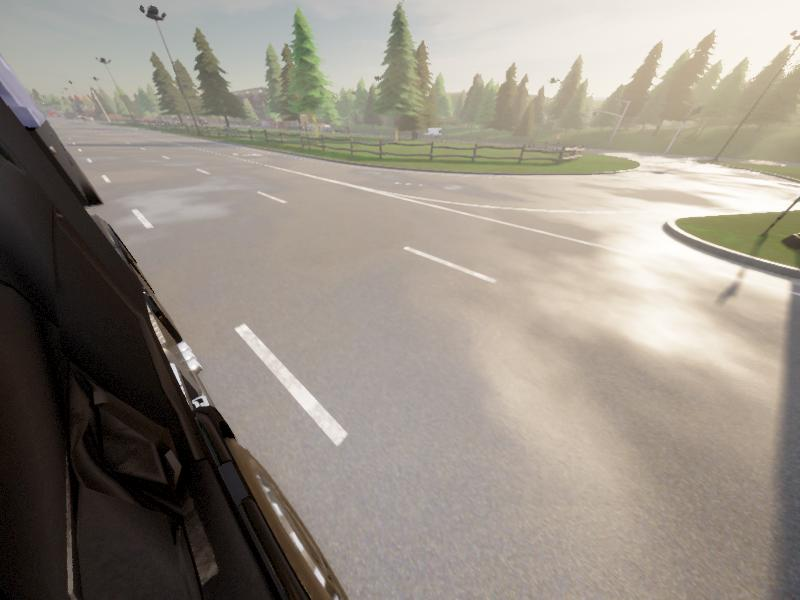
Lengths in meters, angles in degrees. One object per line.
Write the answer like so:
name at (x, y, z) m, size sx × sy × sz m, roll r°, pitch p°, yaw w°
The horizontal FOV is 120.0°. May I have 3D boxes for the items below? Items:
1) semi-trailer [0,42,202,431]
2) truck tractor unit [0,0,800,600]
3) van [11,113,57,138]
semi-trailer at (-8.703, -3.588, 4.242) m, size 14.254 × 4.402 × 2.717 m, roll 28°, pitch 44°, yaw 30°
truck tractor unit at (-2.645, -0.295, 0.351) m, size 6.516 × 4.208 × 3.053 m, roll 28°, pitch 44°, yaw 30°
van at (-39.282, -18.802, 24.870) m, size 4.442 × 1.987 × 1.775 m, roll 28°, pitch 43°, yaw 30°
